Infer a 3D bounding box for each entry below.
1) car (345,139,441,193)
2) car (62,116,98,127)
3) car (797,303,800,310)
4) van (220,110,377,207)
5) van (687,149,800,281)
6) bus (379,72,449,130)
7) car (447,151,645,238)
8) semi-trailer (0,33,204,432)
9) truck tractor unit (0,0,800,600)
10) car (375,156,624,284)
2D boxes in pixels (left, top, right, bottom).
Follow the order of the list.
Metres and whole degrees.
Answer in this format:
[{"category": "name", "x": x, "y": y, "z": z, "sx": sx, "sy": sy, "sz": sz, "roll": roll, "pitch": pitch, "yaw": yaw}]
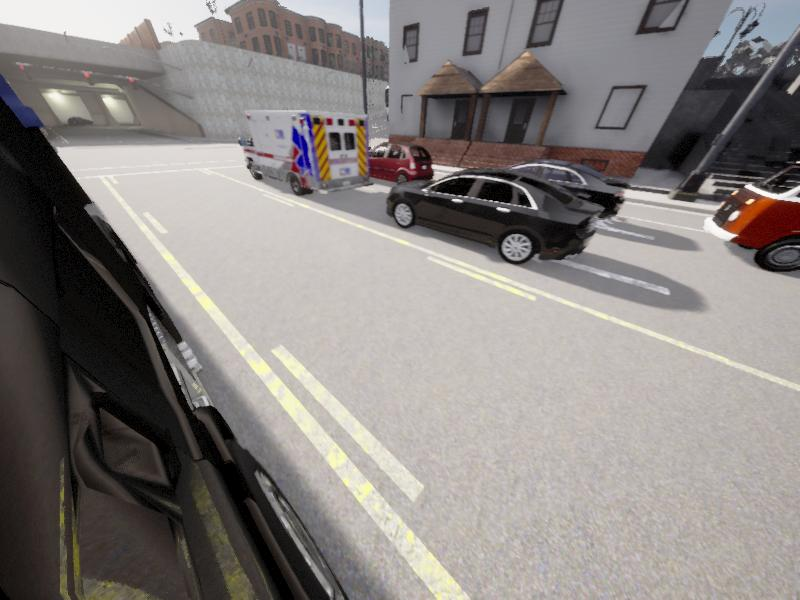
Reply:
[{"category": "car", "x": -0.407, "y": -6.292, "z": 10.617, "sx": 3.988, "sy": 1.617, "sz": 1.851, "roll": 28, "pitch": 44, "yaw": 30}, {"category": "car", "x": -64.222, "y": -35.896, "z": 46.488, "sx": 2.152, "sy": 1.651, "sz": 5.027, "roll": -15, "pitch": 40, "yaw": -22}, {"category": "car", "x": 7.595, "y": 0.857, "z": 1.784, "sx": 4.181, "sy": 1.385, "sz": 1.994, "roll": 30, "pitch": 45, "yaw": 31}, {"category": "van", "x": -4.048, "y": -5.821, "z": 9.102, "sx": 6.366, "sy": 2.431, "sz": 2.351, "roll": 28, "pitch": 44, "yaw": 30}, {"category": "van", "x": 9.248, "y": -1.302, "z": 4.185, "sx": 4.480, "sy": 2.038, "sz": 2.069, "roll": 28, "pitch": 44, "yaw": 30}, {"category": "bus", "x": 2.279, "y": -27.910, "z": 32.257, "sx": 3.944, "sy": 4.253, "sz": 10.273, "roll": 28, "pitch": 58, "yaw": 29}, {"category": "car", "x": 4.320, "y": -3.718, "z": 7.550, "sx": 4.902, "sy": 1.511, "sz": 2.128, "roll": 28, "pitch": 44, "yaw": 30}, {"category": "semi-trailer", "x": -8.802, "y": -3.528, "z": 4.128, "sx": 14.254, "sy": 4.402, "sz": 2.717, "roll": 27, "pitch": 43, "yaw": 29}, {"category": "truck tractor unit", "x": -2.645, "y": -0.295, "z": 0.352, "sx": 6.516, "sy": 4.208, "sz": 3.053, "roll": 28, "pitch": 44, "yaw": 30}, {"category": "car", "x": 1.820, "y": -2.298, "z": 5.537, "sx": 4.892, "sy": 1.490, "sz": 1.837, "roll": 28, "pitch": 44, "yaw": 30}]
